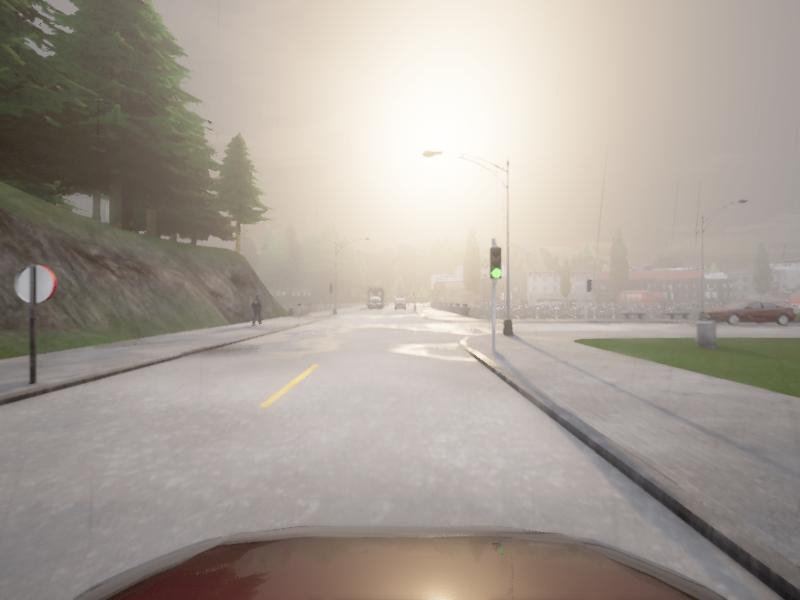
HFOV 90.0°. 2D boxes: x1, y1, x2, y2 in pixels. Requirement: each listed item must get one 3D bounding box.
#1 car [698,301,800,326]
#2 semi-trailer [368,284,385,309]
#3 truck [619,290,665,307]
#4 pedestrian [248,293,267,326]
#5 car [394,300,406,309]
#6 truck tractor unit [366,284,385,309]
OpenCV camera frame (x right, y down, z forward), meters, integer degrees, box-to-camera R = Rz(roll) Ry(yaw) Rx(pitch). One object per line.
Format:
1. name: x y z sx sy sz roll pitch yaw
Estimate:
1. car: 22.439 0.827 25.833 5.008 1.535 1.882 0 0 1
2. semi-trailer: -4.460 -0.605 77.953 2.717 4.402 14.254 0 0 -1
3. truck: 52.854 -0.308 87.521 8.468 3.827 2.891 0 0 0
4. pedestrian: -8.064 0.537 22.650 0.751 1.860 0.751 0 0 2
5. car: 0.018 0.838 70.379 2.038 1.542 4.974 0 0 0
6. truck tractor unit: -4.245 -0.510 70.044 3.053 4.208 6.516 0 0 -2
